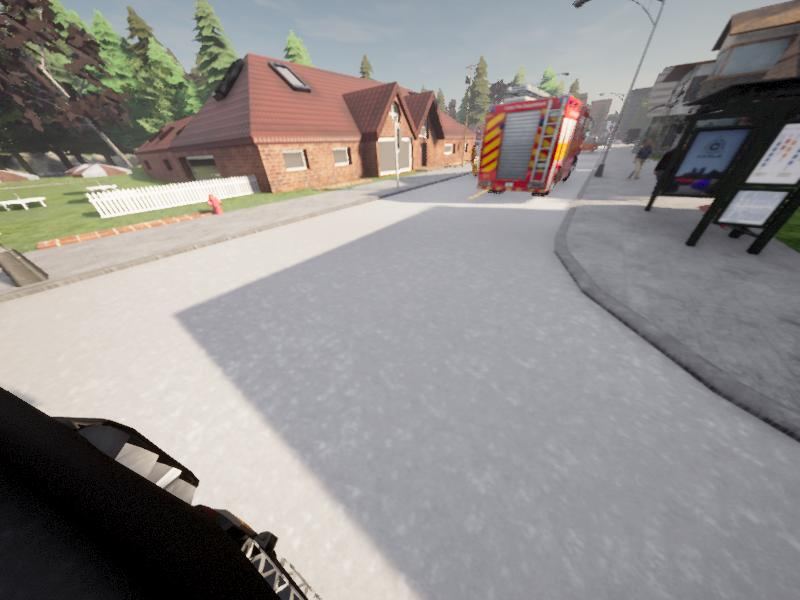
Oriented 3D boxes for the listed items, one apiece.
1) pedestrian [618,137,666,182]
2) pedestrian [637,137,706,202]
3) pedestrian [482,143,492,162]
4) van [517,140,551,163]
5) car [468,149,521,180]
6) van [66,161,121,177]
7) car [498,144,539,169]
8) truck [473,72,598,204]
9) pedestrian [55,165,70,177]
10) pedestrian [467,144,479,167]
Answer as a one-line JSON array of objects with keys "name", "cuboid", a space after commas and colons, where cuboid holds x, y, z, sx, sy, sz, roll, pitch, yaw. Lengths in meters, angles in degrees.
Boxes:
[{"name": "pedestrian", "cuboid": [12.123, -7.055, 11.655, 0.751, 1.860, 0.751, 2, 34, 8]}, {"name": "pedestrian", "cuboid": [9.243, -4.472, 7.992, 0.751, 1.860, 0.751, 17, 39, 28]}, {"name": "pedestrian", "cuboid": [10.690, -18.137, 28.391, 0.751, 1.860, 0.751, 21, 40, 31]}, {"name": "van", "cuboid": [15.160, -16.837, 26.157, 2.069, 2.038, 4.480, 21, 40, 31]}, {"name": "car", "cuboid": [7.267, -10.398, 17.536, 1.801, 1.575, 5.366, 22, 41, 32]}, {"name": "van", "cuboid": [-64.048, -27.527, 48.471, 2.351, 2.431, 6.366, 21, 40, 31]}, {"name": "car", "cuboid": [11.376, -13.763, 22.066, 2.097, 1.767, 4.553, 21, 40, 31]}, {"name": "truck", "cuboid": [7.064, -7.808, 11.642, 2.891, 3.827, 8.468, 22, 41, 32]}, {"name": "pedestrian", "cuboid": [-62.787, -24.014, 42.994, 0.751, 1.860, 0.751, 16, 38, 26]}, {"name": "pedestrian", "cuboid": [7.322, -14.546, 23.270, 0.751, 1.860, 0.751, 13, 37, 22]}]
